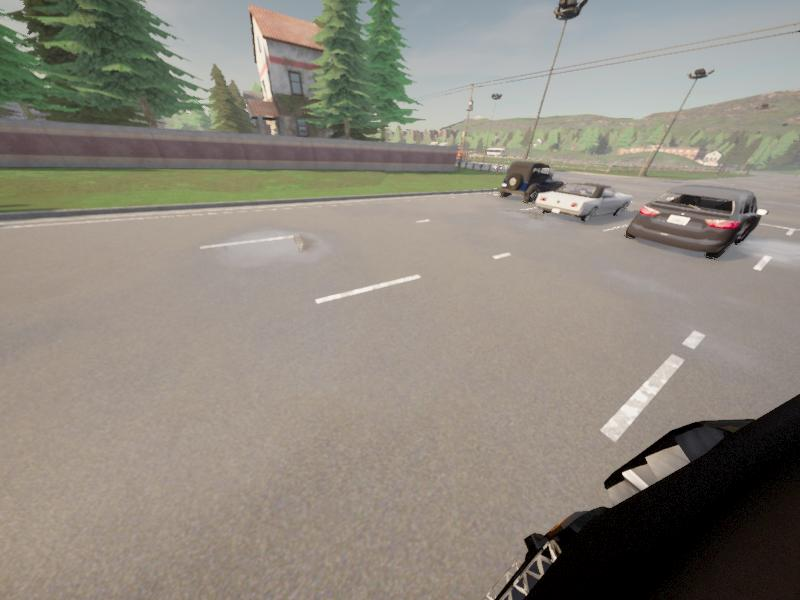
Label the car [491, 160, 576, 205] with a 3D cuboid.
[{"bbox_3d":[7.457,-6.666,12.988,3.866,1.878,1.905,-16,38,-26],"label":"car"}]

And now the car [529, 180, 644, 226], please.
[{"bbox_3d":[8.214,-4.400,10.155,4.718,1.301,1.895,-16,38,-27],"label":"car"}]

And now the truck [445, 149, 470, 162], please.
[{"bbox_3d":[13.491,-34.219,54.688,2.627,2.467,5.204,-16,38,-27],"label":"truck"}]

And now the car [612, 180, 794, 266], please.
[{"bbox_3d":[9.554,-2.702,7.351,4.611,1.667,2.242,-16,38,-26],"label":"car"}]

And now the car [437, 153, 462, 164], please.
[{"bbox_3d":[10.156,-29.546,48.110,2.152,1.651,5.027,-16,38,-27],"label":"car"}]
